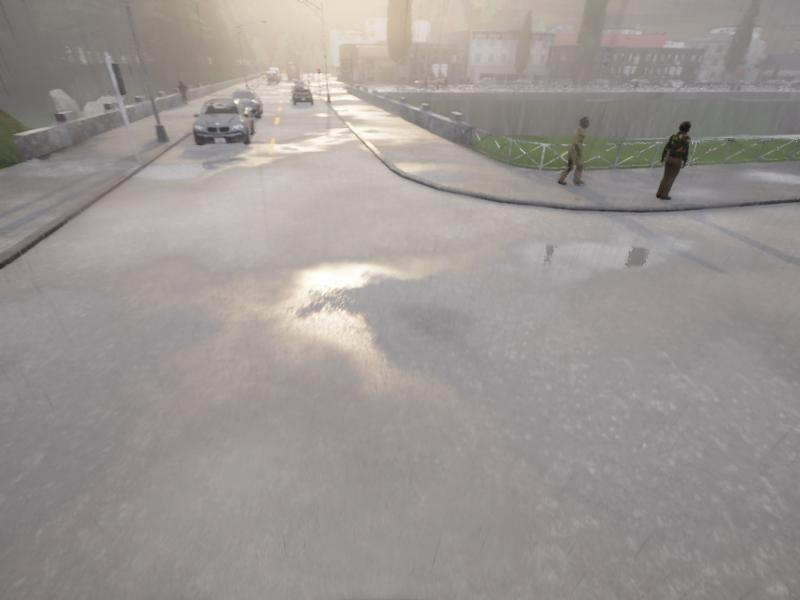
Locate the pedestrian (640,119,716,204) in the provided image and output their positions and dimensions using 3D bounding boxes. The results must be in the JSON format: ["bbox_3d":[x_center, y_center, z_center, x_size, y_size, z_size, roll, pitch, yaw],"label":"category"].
[{"bbox_3d":[6.859,-3.454,9.968,0.751,1.860,0.751,-8,31,-15],"label":"pedestrian"}]

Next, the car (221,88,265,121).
[{"bbox_3d":[-10.295,-13.039,26.561,2.033,1.649,4.856,-6,31,-12],"label":"car"}]

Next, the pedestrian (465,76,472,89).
[{"bbox_3d":[11.131,-35.504,65.223,0.751,1.860,0.751,-13,33,-23],"label":"pedestrian"}]

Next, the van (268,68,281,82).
[{"bbox_3d":[-27.025,-48.635,86.265,1.988,2.561,5.915,-6,31,-12],"label":"van"}]

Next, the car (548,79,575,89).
[{"bbox_3d":[28.603,-38.265,70.771,3.806,1.475,1.970,-6,31,-12],"label":"car"}]

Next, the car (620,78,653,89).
[{"bbox_3d":[43.754,-40.054,73.958,4.856,1.649,2.033,-6,31,-12],"label":"car"}]

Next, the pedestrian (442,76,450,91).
[{"bbox_3d":[6.599,-30.907,57.044,0.751,1.860,0.751,-9,32,-16],"label":"pedestrian"}]

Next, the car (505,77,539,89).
[{"bbox_3d":[21.041,-37.496,69.108,5.238,1.638,1.930,-6,31,-12],"label":"car"}]

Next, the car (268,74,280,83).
[{"bbox_3d":[-25.035,-43.959,79.413,2.007,1.525,4.514,-6,31,-12],"label":"car"}]

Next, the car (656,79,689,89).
[{"bbox_3d":[51.500,-40.902,75.628,4.974,1.542,2.038,-6,31,-12],"label":"car"}]

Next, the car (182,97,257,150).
[{"bbox_3d":[-7.967,-8.152,18.191,2.242,1.667,4.611,-6,31,-12],"label":"car"}]

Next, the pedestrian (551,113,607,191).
[{"bbox_3d":[4.880,-4.056,10.976,0.751,1.860,0.751,-24,39,-36],"label":"pedestrian"}]

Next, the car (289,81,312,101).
[{"bbox_3d":[-10.395,-21.817,41.694,2.038,1.542,4.974,-6,31,-12],"label":"car"}]

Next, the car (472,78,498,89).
[{"bbox_3d":[14.386,-36.675,67.727,3.806,1.475,1.970,-6,31,-12],"label":"car"}]

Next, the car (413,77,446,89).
[{"bbox_3d":[4.793,-35.659,65.641,5.027,1.651,2.152,-6,31,-12],"label":"car"}]

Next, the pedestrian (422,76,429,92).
[{"bbox_3d":[3.435,-29.106,53.898,0.751,1.860,0.751,-6,31,-12],"label":"pedestrian"}]

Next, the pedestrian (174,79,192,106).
[{"bbox_3d":[-17.280,-16.527,31.903,0.751,1.860,0.751,-6,31,-12],"label":"pedestrian"}]

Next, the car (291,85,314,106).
[{"bbox_3d":[-8.853,-18.545,36.174,1.816,1.474,4.193,-6,31,-12],"label":"car"}]

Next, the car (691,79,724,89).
[{"bbox_3d":[59.379,-41.765,77.324,5.008,1.535,1.882,-6,31,-12],"label":"car"}]

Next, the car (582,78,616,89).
[{"bbox_3d":[35.896,-39.167,72.281,5.238,1.638,1.930,-6,31,-12],"label":"car"}]

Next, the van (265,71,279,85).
[{"bbox_3d":[-23.191,-40.338,72.670,2.069,2.038,4.480,-6,31,-12],"label":"van"}]
